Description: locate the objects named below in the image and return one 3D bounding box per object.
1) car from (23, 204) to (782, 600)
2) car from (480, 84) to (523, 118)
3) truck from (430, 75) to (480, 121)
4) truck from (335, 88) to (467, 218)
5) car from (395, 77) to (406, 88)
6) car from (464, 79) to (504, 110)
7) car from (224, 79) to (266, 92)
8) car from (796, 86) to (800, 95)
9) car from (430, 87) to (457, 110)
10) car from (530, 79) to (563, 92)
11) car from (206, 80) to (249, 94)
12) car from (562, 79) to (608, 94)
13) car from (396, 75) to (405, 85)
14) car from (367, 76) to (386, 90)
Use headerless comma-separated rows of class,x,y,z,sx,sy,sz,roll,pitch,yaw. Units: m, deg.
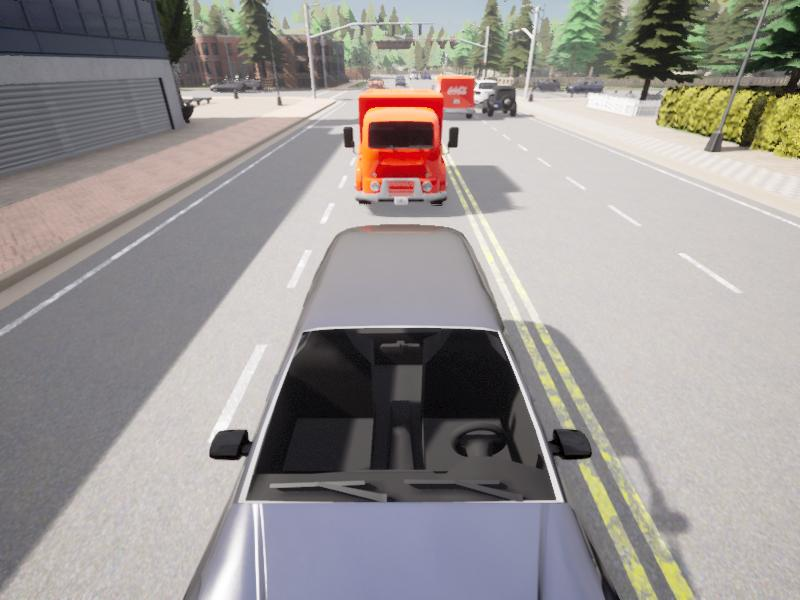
car,0.003,0.763,3.055,2.242,1.667,4.611,0,30,0
car,7.040,-14.047,28.166,1.905,1.878,3.866,0,30,0
truck,3.542,-13.832,27.225,2.627,2.467,5.204,0,30,0
truck,0.018,-4.242,10.833,2.627,2.467,5.204,0,30,0
car,0.083,-35.937,66.019,1.816,1.474,4.193,0,30,0
car,7.044,-17.685,34.239,2.150,2.045,5.566,0,30,0
car,-21.175,-29.409,54.854,4.792,1.488,2.163,0,30,0
car,52.011,-25.874,48.262,5.566,2.045,2.150,0,30,0
car,3.546,-16.711,33.083,1.845,1.501,3.633,0,30,0
car,19.836,-29.234,54.471,3.633,1.501,1.845,0,30,0
car,-22.256,-27.629,51.832,4.514,1.525,2.007,0,30,0
car,23.700,-27.449,51.451,4.611,1.667,2.242,0,30,0
car,0.095,-43.091,78.205,1.882,1.535,5.008,0,30,0
car,-3.440,-32.660,60.112,2.097,1.767,4.553,3,30,5
